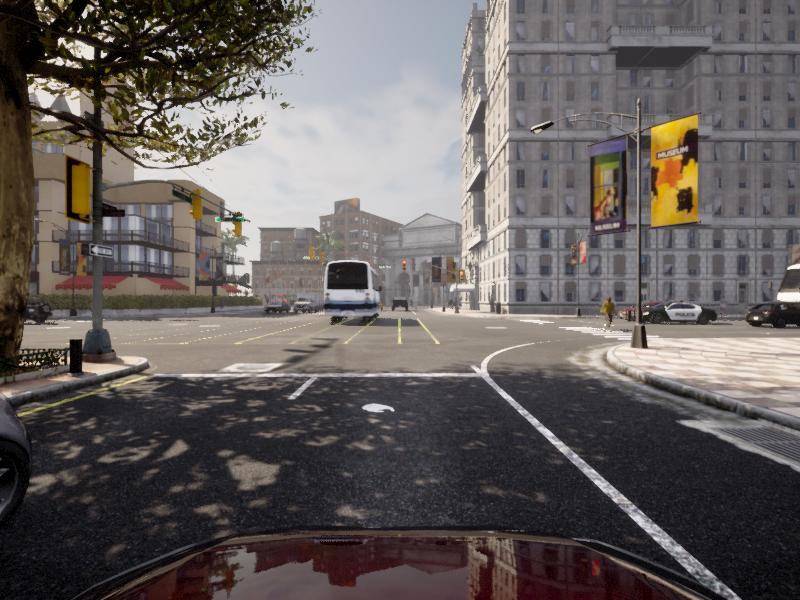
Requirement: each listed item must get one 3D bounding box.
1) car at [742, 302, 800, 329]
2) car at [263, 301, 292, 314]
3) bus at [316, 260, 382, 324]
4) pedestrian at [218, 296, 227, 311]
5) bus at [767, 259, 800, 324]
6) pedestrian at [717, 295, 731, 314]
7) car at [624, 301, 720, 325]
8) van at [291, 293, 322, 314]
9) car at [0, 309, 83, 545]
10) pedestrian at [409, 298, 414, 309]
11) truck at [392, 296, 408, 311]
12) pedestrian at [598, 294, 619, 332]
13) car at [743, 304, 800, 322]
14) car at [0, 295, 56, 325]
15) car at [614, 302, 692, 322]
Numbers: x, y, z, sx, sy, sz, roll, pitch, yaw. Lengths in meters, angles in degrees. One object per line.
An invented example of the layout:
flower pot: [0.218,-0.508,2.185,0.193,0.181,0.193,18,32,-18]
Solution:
car: [22.546,0.851,23.029,4.193,1.474,1.816,0,0,0]
car: [-15.001,0.888,49.342,2.033,1.411,5.357,0,0,0]
bus: [-3.621,-0.539,31.696,3.944,4.253,10.273,0,0,0]
pedestrian: [-22.230,0.478,50.124,0.751,1.860,0.751,0,0,0]
bus: [31.184,-0.535,26.425,10.273,4.253,3.944,0,0,0]
pedestrian: [31.991,0.479,39.542,0.751,1.860,0.751,0,0,0]
car: [17.876,0.829,26.496,4.974,1.542,2.038,1,0,-1]
van: [-11.502,0.371,49.802,2.351,2.431,6.366,0,0,0]
car: [-3.492,0.826,1.425,1.845,1.501,3.633,0,0,0]
pedestrian: [1.961,0.627,70.324,0.751,1.860,0.751,0,0,-7]
truck: [0.000,0.534,59.649,2.390,2.098,6.274,0,0,0]
pedestrian: [10.494,0.634,20.158,0.751,1.860,0.751,0,0,6]
car: [28.905,0.940,30.045,4.718,1.301,1.895,0,0,0]
car: [-25.718,0.648,26.248,4.605,1.855,1.932,0,0,0]
car: [18.895,0.866,29.996,4.674,1.442,1.812,0,0,0]
